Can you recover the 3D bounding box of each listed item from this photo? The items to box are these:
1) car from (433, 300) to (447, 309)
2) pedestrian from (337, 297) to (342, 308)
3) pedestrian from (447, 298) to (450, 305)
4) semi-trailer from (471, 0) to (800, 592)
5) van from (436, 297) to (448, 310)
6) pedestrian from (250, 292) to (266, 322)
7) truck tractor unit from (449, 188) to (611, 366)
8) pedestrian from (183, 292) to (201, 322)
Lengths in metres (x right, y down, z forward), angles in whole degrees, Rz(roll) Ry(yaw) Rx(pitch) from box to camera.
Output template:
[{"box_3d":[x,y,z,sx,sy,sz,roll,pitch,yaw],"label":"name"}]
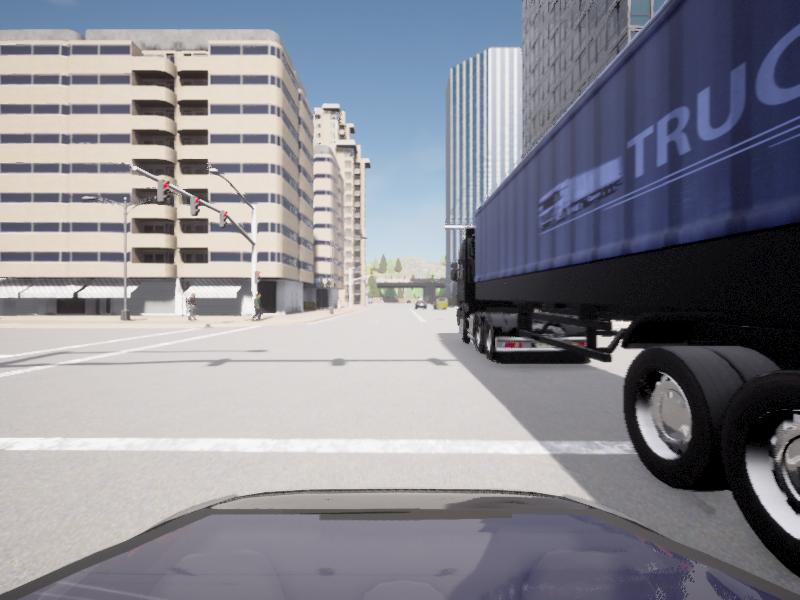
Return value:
[{"box_3d":[7.037,0.830,70.910,2.007,1.525,4.514,0,0,0],"label":"car"},{"box_3d":[-10.187,0.487,67.255,0.751,1.860,0.751,0,0,-2],"label":"pedestrian"},{"box_3d":[12.684,0.488,105.362,0.751,1.860,0.751,0,0,-2],"label":"pedestrian"},{"box_3d":[3.514,-0.628,4.848,2.717,4.402,14.254,0,0,0],"label":"semi-trailer"},{"box_3d":[6.712,0.600,64.711,1.775,1.987,4.442,0,0,4],"label":"van"},{"box_3d":[-9.138,0.452,25.693,0.751,1.860,0.751,0,0,-1],"label":"pedestrian"},{"box_3d":[3.495,-0.555,12.766,3.053,4.208,6.516,0,0,0],"label":"truck tractor unit"},{"box_3d":[-13.327,0.430,25.655,0.751,1.860,0.751,0,0,0],"label":"pedestrian"}]
